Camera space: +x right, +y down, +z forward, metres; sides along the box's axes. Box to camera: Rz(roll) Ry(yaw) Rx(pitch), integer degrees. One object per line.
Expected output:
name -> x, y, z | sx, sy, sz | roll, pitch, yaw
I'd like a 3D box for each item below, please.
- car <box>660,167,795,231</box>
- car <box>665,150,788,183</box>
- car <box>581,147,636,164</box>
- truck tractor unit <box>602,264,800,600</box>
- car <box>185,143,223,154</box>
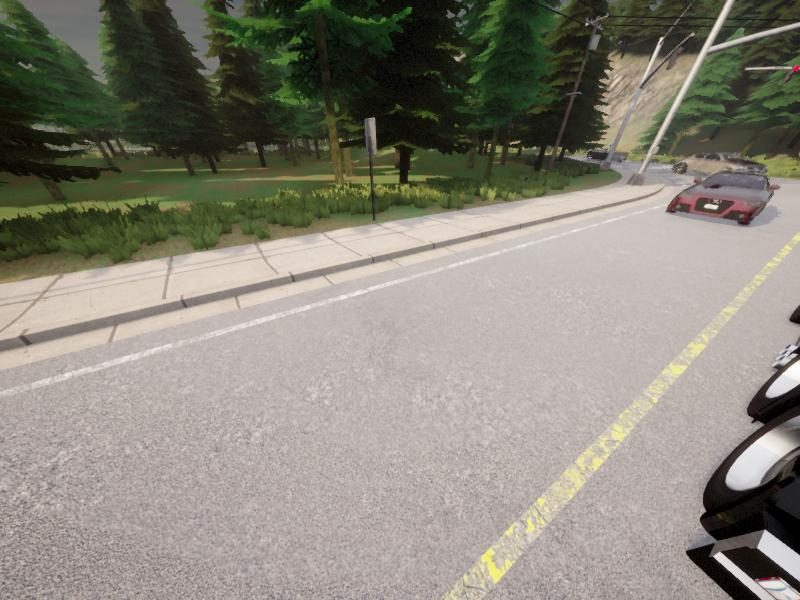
car -> 11.836, -3.825, 8.373 | 4.181, 1.385, 1.994 | -21, 40, -27
car -> 23.472, -9.987, 17.090 | 2.152, 1.651, 5.027 | 2, 35, 3
car -> 25.329, -17.741, 28.321 | 2.128, 1.511, 4.902 | -2, 35, -3
truck tractor unit -> 5.110, -0.302, 0.782 | 6.516, 4.208, 3.053 | -18, 39, -24
car -> -35.907, -27.886, 42.427 | 5.008, 1.535, 1.882 | -19, 39, -25
